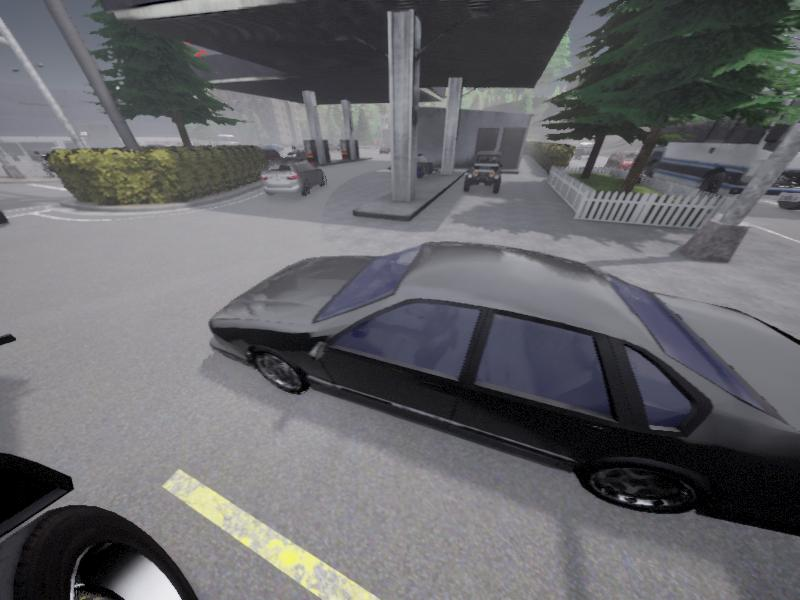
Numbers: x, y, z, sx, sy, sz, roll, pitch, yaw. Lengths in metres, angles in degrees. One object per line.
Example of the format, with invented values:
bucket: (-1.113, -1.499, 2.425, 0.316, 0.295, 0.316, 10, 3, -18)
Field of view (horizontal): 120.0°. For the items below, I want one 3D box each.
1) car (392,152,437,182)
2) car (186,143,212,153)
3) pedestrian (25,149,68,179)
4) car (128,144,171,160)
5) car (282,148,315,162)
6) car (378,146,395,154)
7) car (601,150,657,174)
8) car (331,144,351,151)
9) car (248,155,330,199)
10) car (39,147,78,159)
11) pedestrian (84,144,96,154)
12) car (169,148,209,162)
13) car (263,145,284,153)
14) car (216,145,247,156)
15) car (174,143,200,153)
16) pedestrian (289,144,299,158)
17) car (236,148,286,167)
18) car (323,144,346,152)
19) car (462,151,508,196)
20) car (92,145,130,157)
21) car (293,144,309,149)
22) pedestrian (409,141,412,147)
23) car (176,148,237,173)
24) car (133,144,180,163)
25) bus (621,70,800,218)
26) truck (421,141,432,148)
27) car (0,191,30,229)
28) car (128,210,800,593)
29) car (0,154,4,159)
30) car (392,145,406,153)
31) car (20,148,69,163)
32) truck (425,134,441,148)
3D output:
car: (1.259, -10.817, 18.544, 2.242, 1.667, 4.611, 12, 37, 17)
car: (-46.370, -35.177, 53.359, 4.605, 1.855, 1.932, 12, 37, 17)
pedestrian: (-25.982, -10.014, 17.020, 0.751, 1.860, 0.751, 12, 37, 17)
car: (-36.479, -21.556, 33.656, 4.605, 1.855, 1.932, 12, 37, 17)
car: (-14.283, -20.551, 32.746, 1.970, 1.475, 3.806, 12, 37, 18)
car: (-2.775, -31.900, 49.091, 1.994, 1.385, 4.181, 12, 37, 17)
car: (20.383, -12.526, 20.853, 2.007, 1.525, 4.514, 12, 37, 18)
car: (-15.283, -39.672, 59.998, 4.514, 1.523, 2.007, 12, 37, 17)
car: (-5.972, -7.215, 13.296, 2.242, 1.667, 4.611, 1, 35, 2)
car: (-53.584, -23.107, 36.270, 3.806, 1.475, 1.970, 12, 37, 17)
pedestrian: (-70.369, -34.353, 52.423, 0.751, 1.860, 0.751, 14, 37, 19)
car: (-28.544, -19.663, 31.325, 3.806, 1.475, 1.970, 12, 37, 17)
car: (-27.754, -33.212, 50.762, 3.633, 1.501, 1.845, 12, 37, 17)
car: (-31.363, -27.901, 43.105, 4.514, 1.523, 2.007, 12, 37, 17)
car: (-47.023, -33.560, 50.999, 3.866, 1.878, 1.905, 12, 37, 17)
pedestrian: (-16.872, -23.750, 36.729, 0.751, 1.860, 0.751, 12, 37, 17)
car: (-16.576, -17.243, 27.868, 2.033, 1.649, 4.856, 12, 37, 17)
car: (-16.355, -37.994, 57.573, 5.027, 1.636, 2.152, 12, 37, 17)
car: (4.997, -7.506, 13.449, 1.905, 1.878, 3.866, 12, 37, 17)
car: (-51.594, -26.664, 41.238, 5.027, 1.636, 2.152, 12, 37, 17)
car: (-35.069, -54.415, 81.693, 4.792, 1.488, 2.163, 12, 37, 17)
pedestrian: (3.942, -58.156, 86.113, 0.751, 1.860, 0.751, -23, 41, -29)
car: (-18.918, -13.913, 22.861, 1.905, 1.878, 3.866, 12, 37, 17)
car: (-30.304, -18.243, 28.797, 3.866, 1.878, 1.905, 12, 37, 17)
bus: (16.328, -7.592, 11.389, 3.944, 4.253, 10.273, 12, 37, 18)
truck: (9.520, -55.831, 82.818, 2.390, 2.098, 6.274, 12, 37, 17)
car: (-15.040, -3.047, 7.239, 4.902, 1.511, 2.128, 11, 36, 18)
car: (0.622, 0.255, 2.389, 5.357, 1.411, 2.033, 11, 36, 15)
car: (-71.632, -24.622, 39.065, 1.816, 1.474, 4.193, 12, 37, 17)
car: (-0.183, -35.761, 54.537, 1.816, 1.474, 4.193, 12, 37, 17)
car: (-48.308, -19.687, 31.415, 4.514, 1.523, 2.007, 12, 37, 17)
truck: (11.586, -54.683, 79.634, 2.891, 3.827, 8.468, 14, 37, 19)
